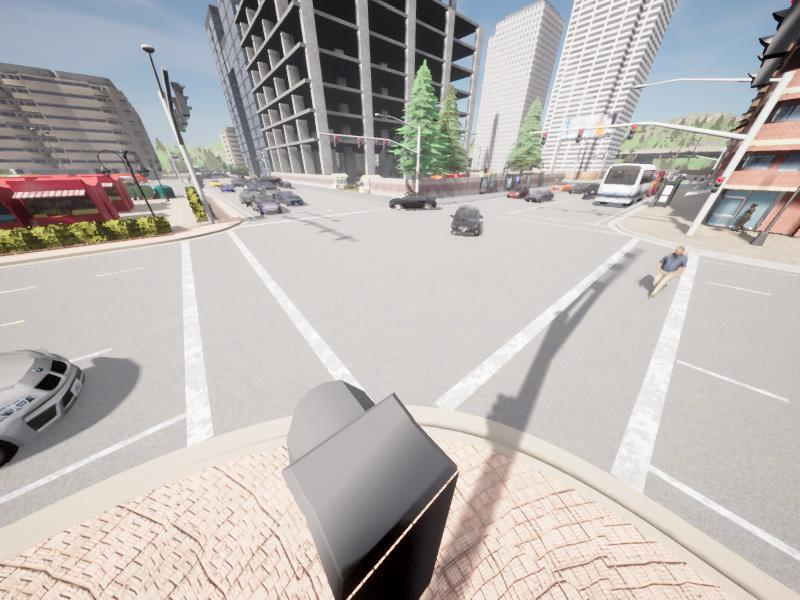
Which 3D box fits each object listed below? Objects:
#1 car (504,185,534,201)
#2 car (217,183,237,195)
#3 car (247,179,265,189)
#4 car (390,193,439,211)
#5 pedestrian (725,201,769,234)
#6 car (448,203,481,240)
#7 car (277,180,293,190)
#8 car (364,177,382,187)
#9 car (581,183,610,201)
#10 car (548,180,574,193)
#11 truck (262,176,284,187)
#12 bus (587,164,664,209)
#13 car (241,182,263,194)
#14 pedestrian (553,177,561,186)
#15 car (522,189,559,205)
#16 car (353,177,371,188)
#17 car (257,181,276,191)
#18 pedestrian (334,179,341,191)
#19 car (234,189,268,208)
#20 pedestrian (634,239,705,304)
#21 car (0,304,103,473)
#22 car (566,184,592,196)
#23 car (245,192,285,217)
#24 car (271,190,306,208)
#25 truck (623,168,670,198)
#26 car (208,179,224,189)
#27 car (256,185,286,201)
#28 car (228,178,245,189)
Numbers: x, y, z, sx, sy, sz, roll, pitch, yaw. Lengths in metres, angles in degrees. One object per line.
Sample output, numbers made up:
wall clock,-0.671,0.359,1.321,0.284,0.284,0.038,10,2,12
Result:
car,16.952,-15.299,32.908,3.988,1.617,1.851,-23,37,-34
car,-29.369,-18.926,39.201,1.816,1.474,4.193,-23,37,-34
car,-32.107,-25.885,51.389,2.152,1.651,5.027,-23,37,-34
car,1.439,-10.457,24.572,5.008,1.535,1.882,-1,31,-1
pedestrian,22.537,-5.349,15.046,0.751,1.860,0.751,-14,33,-22
car,4.691,-5.737,16.409,1.837,1.490,4.892,8,31,15
car,-23.551,-23.643,47.294,1.789,1.549,3.705,-23,37,-34
car,-5.875,-25.875,50.553,1.905,1.878,3.866,-23,37,-34
car,27.676,-15.338,32.702,3.866,1.878,1.905,-23,37,-34
car,28.844,-20.355,41.474,4.553,1.767,2.097,-23,37,-34
truck,-29.136,-27.170,52.851,2.390,2.098,6.274,-23,37,-34
bus,27.781,-14.215,28.366,10.273,4.253,3.944,-23,37,-34
car,-25.734,-19.504,40.164,2.038,1.542,4.974,-23,36,-34
pedestrian,35.212,-26.636,51.927,0.751,1.860,0.751,-19,35,-29
car,18.216,-13.458,29.923,5.357,1.411,2.033,-23,37,-34
car,-8.128,-24.929,48.916,1.905,1.878,3.866,-23,37,-34
car,-26.281,-22.467,45.441,1.994,1.385,4.181,-23,37,-34
pedestrian,-11.195,-20.621,41.399,0.751,1.860,0.751,25,39,37
car,-17.514,-11.947,27.107,2.163,1.488,4.792,-23,37,-34
pedestrian,8.796,-0.938,7.611,0.751,1.860,0.751,-17,34,-27
car,-7.986,1.961,2.938,4.611,1.667,2.242,-22,37,-34
car,29.545,-18.243,38.101,4.892,1.490,1.837,-23,37,-34
car,-13.363,-9.559,22.824,2.033,1.649,4.856,-23,37,-34
car,-13.316,-12.140,27.528,2.033,1.411,5.357,-23,37,-34
truck,38.913,-18.603,36.395,8.468,3.827,2.891,-23,37,-34
car,-39.627,-24.992,49.645,1.882,1.535,5.008,-23,38,-34
car,-17.959,-14.993,32.193,2.242,1.667,4.611,-23,37,-34
car,-35.507,-25.314,50.099,1.930,1.638,5.238,-23,38,-34
